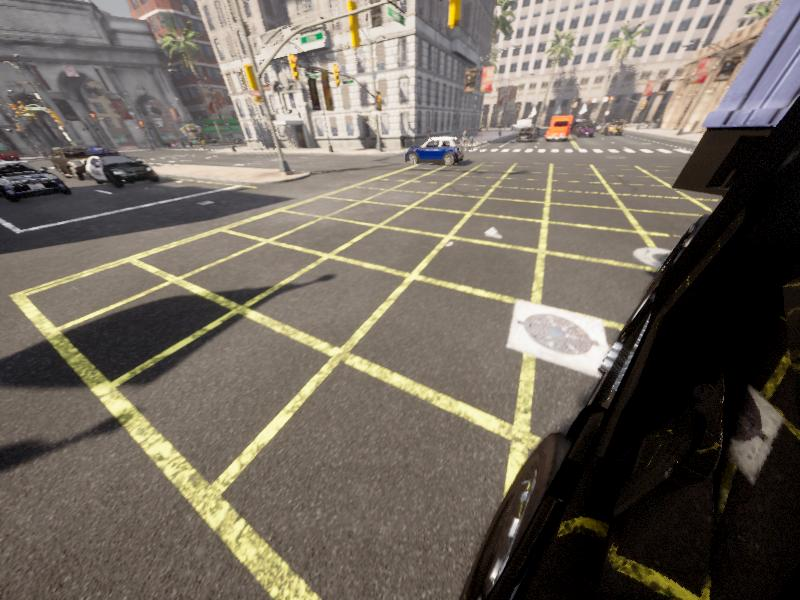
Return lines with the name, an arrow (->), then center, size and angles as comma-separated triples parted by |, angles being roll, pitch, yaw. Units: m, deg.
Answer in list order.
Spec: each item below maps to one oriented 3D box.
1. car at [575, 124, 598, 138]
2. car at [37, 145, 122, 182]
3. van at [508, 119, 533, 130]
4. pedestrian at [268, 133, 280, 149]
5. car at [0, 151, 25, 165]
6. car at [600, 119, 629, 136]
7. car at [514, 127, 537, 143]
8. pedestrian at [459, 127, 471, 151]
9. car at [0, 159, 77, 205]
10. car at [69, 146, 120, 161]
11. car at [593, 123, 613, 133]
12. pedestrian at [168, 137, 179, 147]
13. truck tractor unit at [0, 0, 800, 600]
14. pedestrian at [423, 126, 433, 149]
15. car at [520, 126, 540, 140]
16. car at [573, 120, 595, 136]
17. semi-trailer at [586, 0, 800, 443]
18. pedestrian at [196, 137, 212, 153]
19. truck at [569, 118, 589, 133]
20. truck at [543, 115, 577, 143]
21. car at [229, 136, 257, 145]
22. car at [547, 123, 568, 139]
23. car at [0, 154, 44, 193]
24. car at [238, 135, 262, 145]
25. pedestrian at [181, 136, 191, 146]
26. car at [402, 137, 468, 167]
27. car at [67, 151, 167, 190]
car -> 26.132, -23.756, 32.450 | 1.816, 1.474, 4.193 | 17, 41, 23
car -> -22.039, -9.474, 15.917 | 4.605, 1.855, 1.932 | 16, 41, 23
van -> 38.162, -55.486, 73.102 | 6.366, 2.431, 2.351 | 17, 41, 24
pedestrian -> -18.286, -23.120, 33.547 | 0.751, 1.860, 0.751 | 18, 41, 25
car -> -51.823, -17.635, 28.955 | 4.718, 1.301, 1.895 | -18, 40, -19
car -> 30.812, -24.839, 33.283 | 1.932, 1.855, 4.605 | 17, 41, 23
car -> 16.118, -21.139, 29.534 | 1.837, 1.490, 4.892 | 16, 41, 23
pedestrian -> 6.325, -15.750, 22.595 | 0.751, 1.860, 0.751 | 16, 41, 22
car -> -18.338, -5.835, 11.205 | 3.806, 1.475, 1.970 | 16, 41, 23
car -> -39.972, -19.220, 30.255 | 4.674, 1.442, 1.812 | 7, 38, 12
car -> 36.524, -31.093, 41.746 | 1.895, 1.301, 4.718 | 17, 41, 24
pedestrian -> -49.619, -34.621, 50.626 | 0.751, 1.860, 0.751 | -14, 38, -15
truck tractor unit -> 2.645, -0.295, 0.351 | 6.516, 4.208, 3.053 | -28, 44, -30
pedestrian -> 2.912, -16.691, 23.788 | 0.751, 1.860, 0.751 | 11, 39, 18
car -> 19.558, -25.096, 34.675 | 2.033, 1.411, 5.357 | 16, 41, 23
car -> 28.954, -27.145, 36.442 | 1.905, 1.878, 3.866 | 17, 41, 23
semi-trailer -> 9.891, -2.266, 2.382 | 14.254, 4.402, 2.717 | -11, 37, -11
pedestrian -> -28.303, -22.381, 33.395 | 0.751, 1.860, 0.751 | 13, 40, 20
truck -> 36.066, -35.360, 46.772 | 2.390, 2.098, 6.274 | 17, 41, 24
truck -> 19.507, -21.005, 28.349 | 2.627, 2.467, 5.204 | 16, 41, 23
car -> -37.132, -37.962, 54.852 | 2.038, 1.542, 4.974 | 17, 41, 24
car -> 22.845, -24.520, 33.516 | 1.930, 1.638, 5.238 | 16, 41, 23
car -> -24.232, -7.639, 13.804 | 5.238, 1.638, 1.930 | 16, 41, 23
car -> -34.329, -36.707, 53.084 | 1.851, 1.617, 3.988 | 17, 41, 24
pedestrian -> -50.827, -37.738, 54.850 | 0.751, 1.860, 0.751 | 22, 43, 29
car -> 2.308, -9.975, 15.515 | 3.806, 1.475, 1.970 | 16, 41, 23
car -> -16.530, -7.708, 13.544 | 4.974, 1.542, 2.038 | 16, 41, 23
